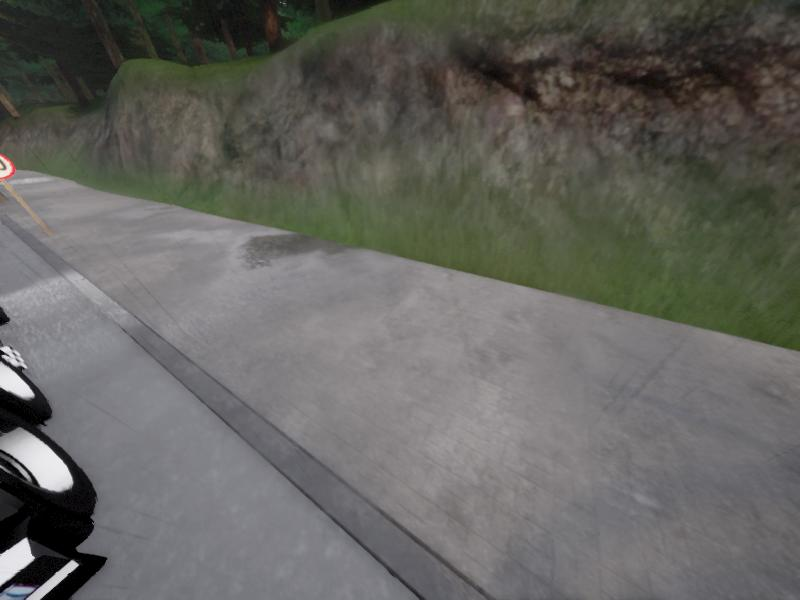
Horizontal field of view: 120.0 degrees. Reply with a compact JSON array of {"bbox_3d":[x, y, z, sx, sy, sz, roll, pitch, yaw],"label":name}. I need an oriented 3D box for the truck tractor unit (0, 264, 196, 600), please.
[{"bbox_3d":[-5.111,-0.300,0.787,6.516,4.208,3.053,18,39,24],"label":"truck tractor unit"}]
